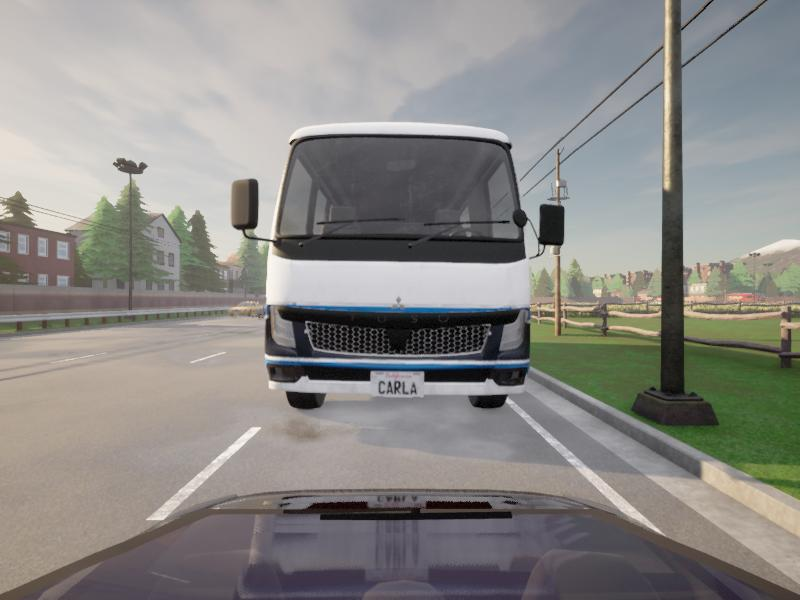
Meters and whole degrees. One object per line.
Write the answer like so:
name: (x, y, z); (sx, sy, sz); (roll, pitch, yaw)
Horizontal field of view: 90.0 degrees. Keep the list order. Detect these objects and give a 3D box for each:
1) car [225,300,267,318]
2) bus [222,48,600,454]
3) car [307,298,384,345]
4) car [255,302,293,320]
car: (-14.216, 0.801, 37.279); (1.801, 1.575, 5.366); (0, 0, 0)
bus: (0.084, -0.544, 9.387); (3.944, 4.253, 10.273); (1, 0, 0)
car: (-2.063, 0.786, 16.780); (2.152, 1.651, 5.027); (0, 0, 5)
car: (-10.698, 0.907, 34.315); (1.994, 1.385, 4.181); (0, 0, 0)
